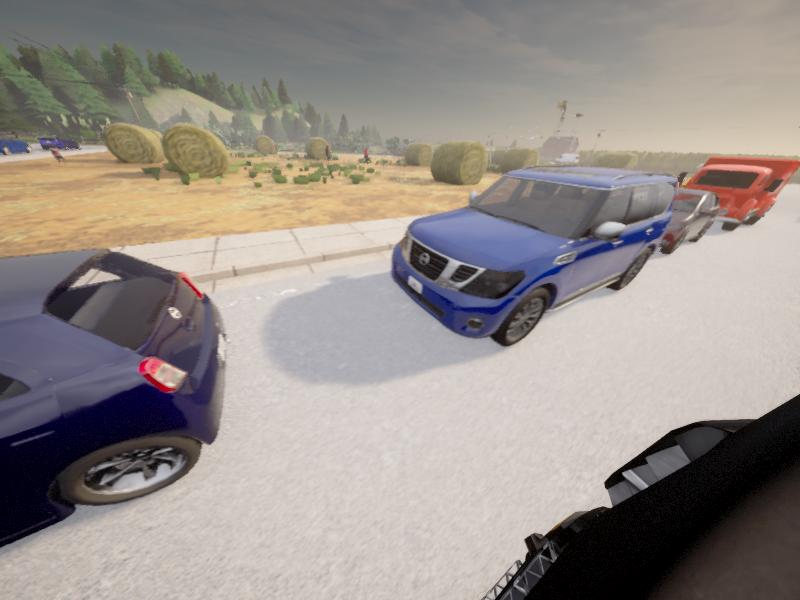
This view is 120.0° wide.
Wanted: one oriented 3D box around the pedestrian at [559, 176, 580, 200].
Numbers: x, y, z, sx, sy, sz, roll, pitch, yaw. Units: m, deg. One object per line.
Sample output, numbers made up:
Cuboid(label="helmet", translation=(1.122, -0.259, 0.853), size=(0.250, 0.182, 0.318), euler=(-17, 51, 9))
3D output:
Cuboid(label="pedestrian", translation=(9.252, -6.128, 12.632), size=(0.500, 1.100, 0.500), euler=(27, 41, 32))

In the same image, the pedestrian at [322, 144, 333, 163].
Cuboid(label="pedestrian", translation=(-8.334, -16.942, 26.764), size=(0.751, 1.860, 0.751), euler=(7, 34, 6))

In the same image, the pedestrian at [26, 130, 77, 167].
Cuboid(label="pedestrian", translation=(-21.542, -9.375, 14.355), size=(0.751, 1.860, 0.751), euler=(-8, 35, -16))

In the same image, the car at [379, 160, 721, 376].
Cuboid(label="car", translation=(2.611, -1.180, 4.128), size=(5.566, 2.045, 2.150), euler=(-16, 38, -26))

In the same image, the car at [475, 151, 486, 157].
Cuboid(label="car", translation=(30.168, -54.635, 86.367), size=(1.789, 1.549, 3.705), euler=(-12, 40, -21))

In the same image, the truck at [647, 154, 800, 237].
Cuboid(label="truck", translation=(13.946, -4.620, 9.824), size=(5.204, 2.467, 2.627), euler=(-16, 38, -26))

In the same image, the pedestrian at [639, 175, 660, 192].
Cuboid(label="pedestrian", translation=(18.781, -8.802, 17.417), size=(0.500, 1.100, 0.500), euler=(-5, 34, -12))

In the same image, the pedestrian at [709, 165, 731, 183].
Cuboid(label="pedestrian", translation=(39.977, -15.749, 28.877), size=(0.751, 1.860, 0.751), euler=(-15, 38, -25))

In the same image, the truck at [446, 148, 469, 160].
Cuboid(label="truck", translation=(15.427, -39.466, 62.269), size=(5.204, 2.467, 2.627), euler=(-13, 37, -23))

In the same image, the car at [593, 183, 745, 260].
Cuboid(label="car", translation=(8.314, -2.623, 7.200), size=(3.705, 1.549, 1.789), euler=(-16, 38, -26))

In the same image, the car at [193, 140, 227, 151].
Cuboid(label="car", translation=(-35.544, -29.023, 43.331), size=(4.514, 1.525, 2.007), euler=(-13, 37, -23))

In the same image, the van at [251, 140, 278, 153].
Cuboid(label="van", translation=(-27.369, -31.171, 46.803), size=(4.442, 1.987, 1.775), euler=(-13, 37, -23))

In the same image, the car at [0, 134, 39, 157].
Cuboid(label="car", translation=(-35.843, -13.888, 20.626), size=(1.882, 1.535, 5.008), euler=(-15, 38, -25))

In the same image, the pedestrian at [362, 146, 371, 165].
Cuboid(label="pedestrian", translation=(-3.900, -16.796, 26.902), size=(0.751, 1.860, 0.751), euler=(19, 37, 23))

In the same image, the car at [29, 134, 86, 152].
Cuboid(label="car", translation=(-40.594, -18.752, 27.560), size=(2.007, 1.525, 4.514), euler=(-15, 38, -25))

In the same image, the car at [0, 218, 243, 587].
Cuboid(label="car", translation=(-3.249, 0.707, 1.280), size=(3.633, 1.501, 1.845), euler=(-16, 38, -26))

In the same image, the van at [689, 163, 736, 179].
Cuboid(label="van", translation=(57.977, -24.046, 42.992), size=(2.069, 2.038, 4.480), euler=(-15, 38, -26))

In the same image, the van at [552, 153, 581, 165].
Cuboid(label="van", translation=(46.794, -39.660, 65.084), size=(1.988, 2.561, 5.915), euler=(-15, 37, -25))

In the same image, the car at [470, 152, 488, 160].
Cuboid(label="car", translation=(22.389, -40.855, 65.533), size=(4.553, 1.767, 2.097), euler=(-13, 37, -23))

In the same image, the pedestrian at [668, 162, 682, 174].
Cuboid(label="pedestrian", translation=(50.666, -24.263, 42.523), size=(0.751, 1.860, 0.751), euler=(-18, 39, -28))

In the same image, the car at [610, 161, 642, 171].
Cuboid(label="car", translation=(53.766, -32.044, 55.141), size=(2.038, 1.542, 4.974), euler=(-15, 39, -26))

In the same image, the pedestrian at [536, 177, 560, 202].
Cuboid(label="pedestrian", translation=(7.429, -5.576, 11.655), size=(0.500, 1.100, 0.500), euler=(-11, 36, -20))

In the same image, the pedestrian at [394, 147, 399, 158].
Cuboid(label="pedestrian", translation=(-0.735, -29.920, 46.865), size=(0.751, 1.860, 0.751), euler=(14, 35, 16))

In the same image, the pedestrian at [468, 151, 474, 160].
Cuboid(label="pedestrian", translation=(17.370, -35.342, 56.468), size=(0.751, 1.860, 0.751), euler=(-10, 36, -19))

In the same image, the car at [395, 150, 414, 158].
Cuboid(label="car", translation=(1.107, -35.622, 56.245), size=(4.193, 1.474, 1.816), euler=(-13, 37, -23))
